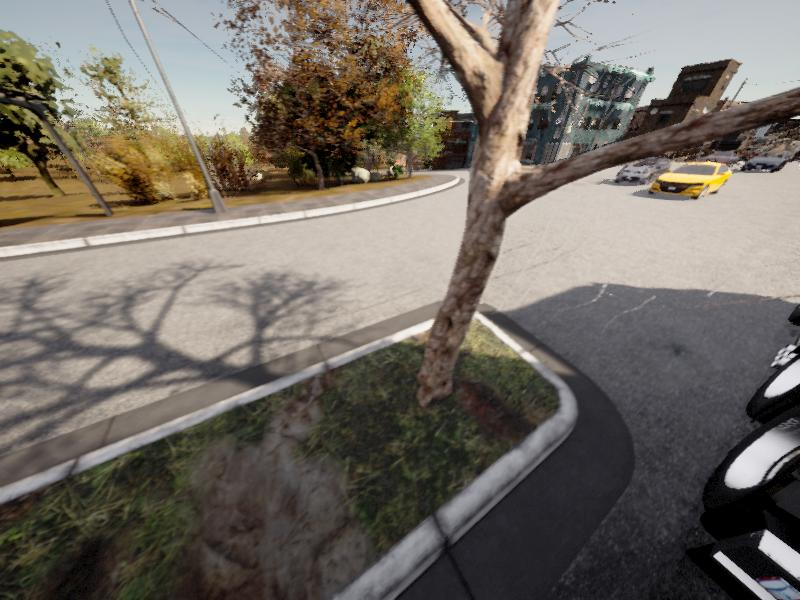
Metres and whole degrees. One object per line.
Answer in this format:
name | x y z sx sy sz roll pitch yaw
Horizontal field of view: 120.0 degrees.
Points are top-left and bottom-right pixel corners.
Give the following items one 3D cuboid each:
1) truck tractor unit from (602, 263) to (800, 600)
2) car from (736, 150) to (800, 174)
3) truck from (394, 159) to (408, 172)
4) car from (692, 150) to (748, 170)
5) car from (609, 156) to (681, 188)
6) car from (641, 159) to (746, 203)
truck tractor unit | 5.112 -0.299 0.784 6.516 4.208 3.053 -18 39 -24
car | 30.339 -11.428 19.055 4.193 1.474 1.816 -19 39 -24
truck | 0.231 -31.499 54.282 2.627 2.467 5.204 -4 29 -5
car | 30.388 -13.362 21.961 4.181 1.385 1.994 -18 38 -24
car | 16.196 -8.586 15.314 3.633 1.501 1.845 -19 38 -24
car | 15.271 -6.315 12.017 5.008 1.535 1.882 -18 38 -24
